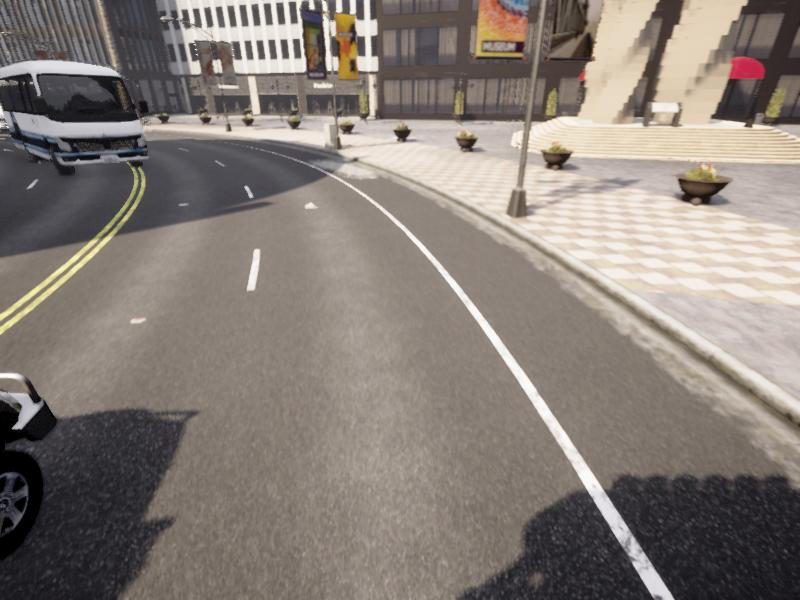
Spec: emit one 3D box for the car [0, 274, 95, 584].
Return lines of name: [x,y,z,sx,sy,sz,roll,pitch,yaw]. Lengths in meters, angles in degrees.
car: [-3.634,1.729,1.220,1.932,1.855,4.605,-2,28,-4]

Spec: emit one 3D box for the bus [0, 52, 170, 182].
bus: [-15.486,-8.620,18.776,10.273,4.253,3.944,22,33,36]

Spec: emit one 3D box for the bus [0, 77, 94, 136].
bus: [-33.155,-16.584,34.328,10.273,4.253,3.944,4,28,7]
